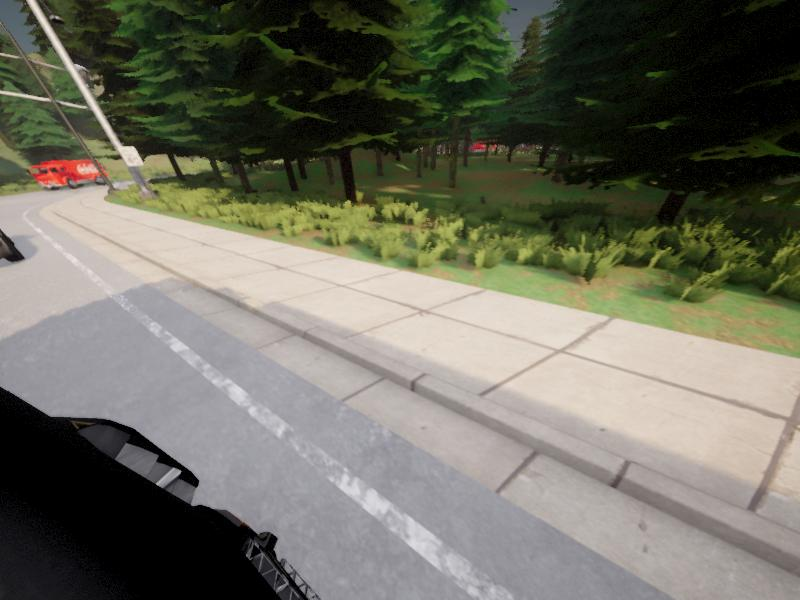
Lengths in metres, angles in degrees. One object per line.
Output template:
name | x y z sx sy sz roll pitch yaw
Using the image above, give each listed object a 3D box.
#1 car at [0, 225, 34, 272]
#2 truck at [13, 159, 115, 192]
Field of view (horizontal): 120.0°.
car | -12.356 -1.687 5.950 4.611 1.667 2.242 17 38 27
truck | -34.148 -12.998 23.934 2.627 2.467 5.204 -6 34 -5
